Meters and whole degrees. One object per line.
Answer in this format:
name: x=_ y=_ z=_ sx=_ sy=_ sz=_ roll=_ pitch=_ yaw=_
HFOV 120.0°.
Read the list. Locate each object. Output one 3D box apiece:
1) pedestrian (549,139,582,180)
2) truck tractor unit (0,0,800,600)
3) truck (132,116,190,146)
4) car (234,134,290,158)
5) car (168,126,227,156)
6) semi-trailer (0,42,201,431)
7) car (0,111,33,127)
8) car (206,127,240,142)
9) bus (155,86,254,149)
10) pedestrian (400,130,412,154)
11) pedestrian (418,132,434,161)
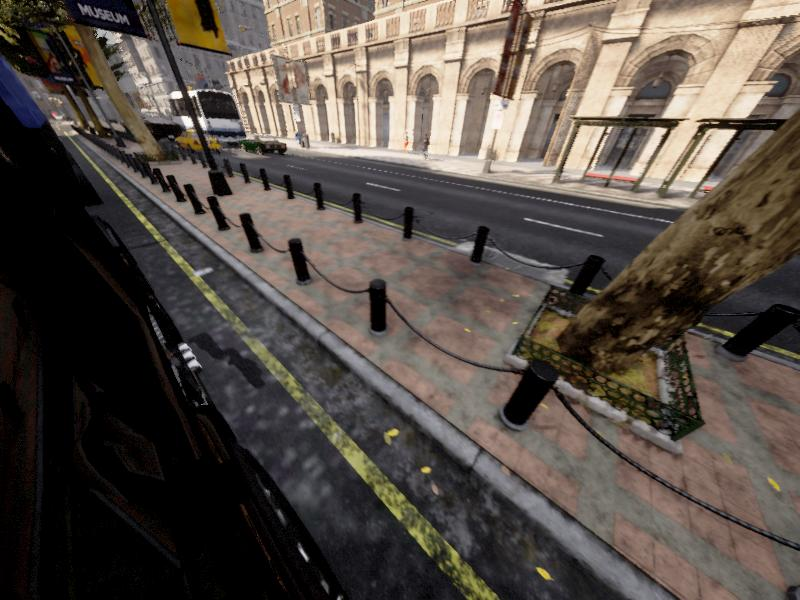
pedestrian: x=9.292 y=-7.882 z=12.999 sx=0.751 sy=1.860 sz=0.751 roll=26 pitch=43 yaw=28
truck tractor unit: x=-2.645 y=-0.295 z=0.351 sx=6.516 sy=4.208 sz=3.053 roll=28 pitch=44 yaw=30
truck: x=-24.213 y=-17.165 z=23.396 sx=6.274 sy=2.098 sz=2.390 roll=28 pitch=43 yaw=30
car: x=-11.265 y=-12.660 z=18.856 sx=4.718 sy=1.301 sz=1.895 roll=28 pitch=43 yaw=30
car: x=-16.029 y=-12.589 z=18.212 sx=5.366 sy=1.575 sz=1.801 roll=28 pitch=43 yaw=30
semi-trailer: x=-8.697 y=-3.602 z=4.237 sx=14.254 sy=4.402 sz=2.717 roll=28 pitch=44 yaw=30
car: x=-61.524 y=-27.913 z=35.606 sx=4.605 sy=1.855 sz=1.932 roll=-16 pitch=40 yaw=-23
car: x=-22.852 y=-21.378 z=29.810 sx=4.718 sy=1.301 sz=1.895 roll=28 pitch=43 yaw=30
bus: x=-19.947 y=-18.401 z=23.533 sx=10.273 sy=4.253 sz=3.944 roll=28 pitch=44 yaw=30
pedestrian: x=0.575 y=-15.130 z=22.173 sx=0.751 sy=1.860 sz=0.751 roll=-28 pitch=47 yaw=-35
pedestrian: x=2.031 y=-12.007 z=18.070 sx=0.751 sy=1.860 sz=0.751 roll=24 pitch=42 yaw=26
